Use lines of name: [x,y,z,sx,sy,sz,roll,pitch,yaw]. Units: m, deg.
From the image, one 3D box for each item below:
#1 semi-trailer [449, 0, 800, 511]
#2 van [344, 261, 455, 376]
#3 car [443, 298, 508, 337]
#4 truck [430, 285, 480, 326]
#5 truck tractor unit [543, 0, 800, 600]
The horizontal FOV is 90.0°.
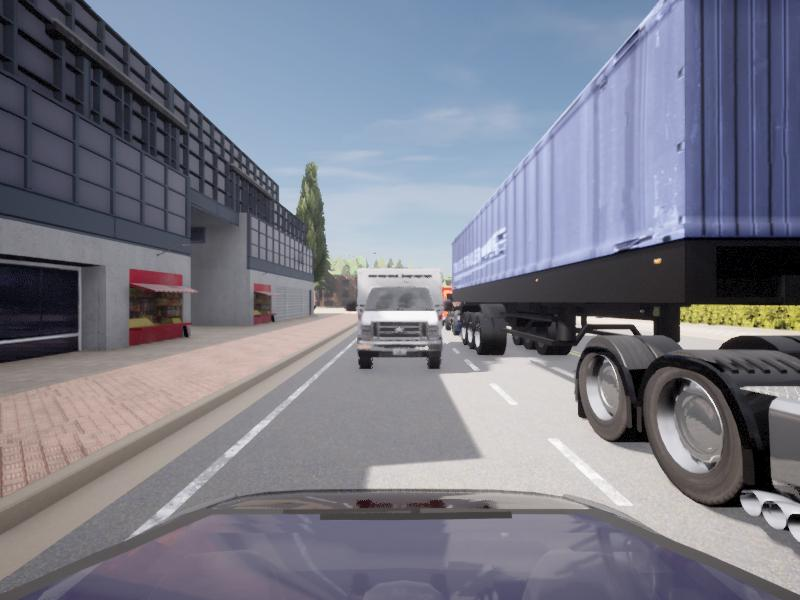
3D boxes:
semi-trailer: [3.492,-0.617,10.158,2.717,4.402,14.254,0,0,0]
van: [-0.006,0.379,11.629,2.351,2.431,6.366,0,0,0]
car: [3.480,0.761,19.435,2.242,1.667,4.611,0,0,0]
truck: [3.499,0.364,26.714,2.627,2.467,5.204,0,-1,0]
truck tractor unit: [3.498,-0.514,2.245,3.053,4.208,6.516,0,0,0]
